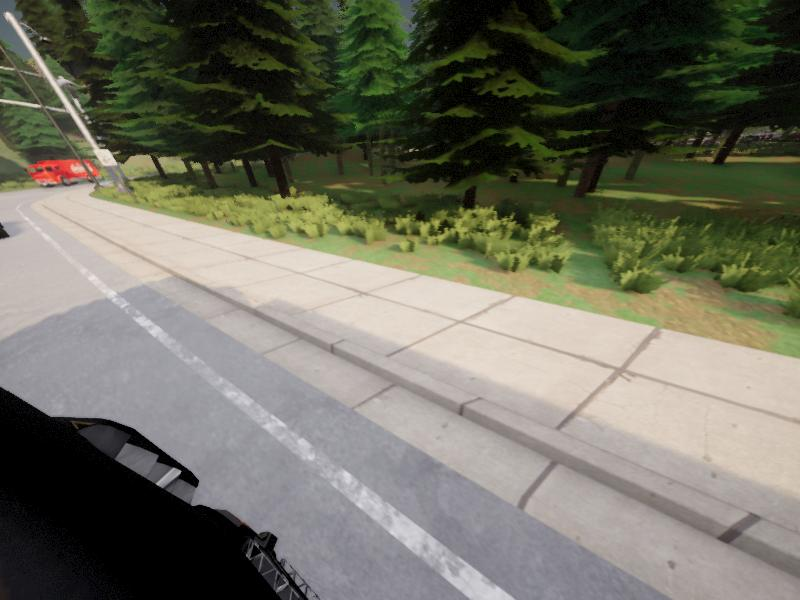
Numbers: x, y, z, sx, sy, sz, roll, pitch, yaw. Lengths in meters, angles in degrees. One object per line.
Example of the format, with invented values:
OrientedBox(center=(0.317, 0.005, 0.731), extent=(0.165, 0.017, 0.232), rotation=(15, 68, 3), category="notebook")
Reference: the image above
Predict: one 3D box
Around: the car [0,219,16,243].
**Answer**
OrientedBox(center=(-16.179, -2.871, 7.988), extent=(4.611, 1.667, 2.242), rotation=(17, 39, 27), category="car")

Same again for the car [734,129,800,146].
OrientedBox(center=(49.955, -21.803, 31.100), extent=(5.238, 1.638, 1.930), rotation=(18, 39, 28), category="car")

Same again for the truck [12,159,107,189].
OrientedBox(center=(-37.830, -14.308, 26.064), extent=(2.627, 2.467, 5.204), rotation=(-6, 34, -5), category="truck")
